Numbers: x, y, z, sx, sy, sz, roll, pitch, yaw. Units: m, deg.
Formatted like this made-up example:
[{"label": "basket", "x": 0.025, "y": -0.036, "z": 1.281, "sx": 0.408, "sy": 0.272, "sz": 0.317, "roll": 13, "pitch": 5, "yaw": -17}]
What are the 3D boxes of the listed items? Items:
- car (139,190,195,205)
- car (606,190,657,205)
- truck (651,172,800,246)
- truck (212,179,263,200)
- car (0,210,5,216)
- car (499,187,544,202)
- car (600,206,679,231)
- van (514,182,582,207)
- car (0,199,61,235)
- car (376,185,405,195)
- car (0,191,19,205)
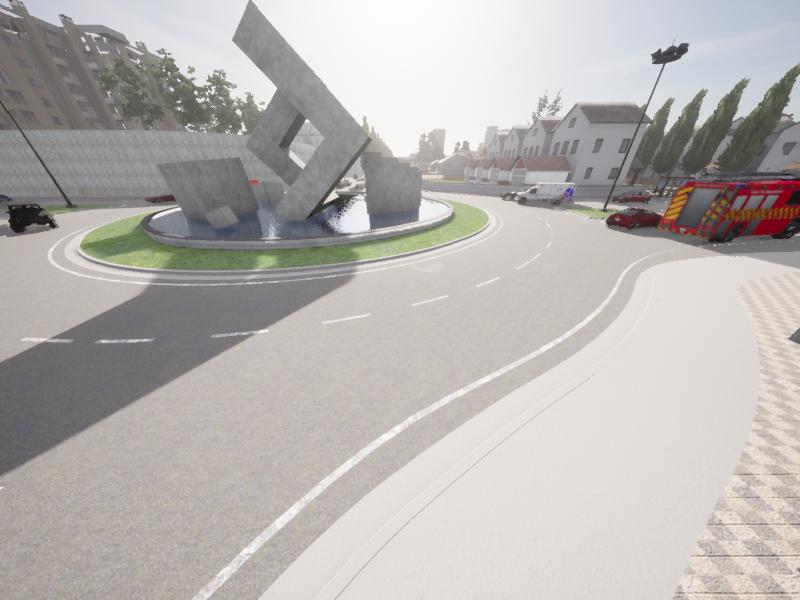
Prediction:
[{"label": "car", "x": -30.611, "y": -13.588, "z": 30.550, "sx": 1.895, "sy": 1.301, "sz": 4.718, "roll": 10, "pitch": 31, "yaw": 16}, {"label": "car", "x": 29.757, "y": -13.260, "z": 29.804, "sx": 4.193, "sy": 1.474, "sz": 1.816, "roll": 2, "pitch": 30, "yaw": 4}, {"label": "truck", "x": 22.376, "y": -6.057, "z": 14.976, "sx": 8.468, "sy": 3.827, "sz": 2.891, "roll": -5, "pitch": 30, "yaw": -9}, {"label": "truck", "x": -24.209, "y": -16.594, "z": 34.582, "sx": 2.627, "sy": 2.467, "sz": 5.204, "roll": 21, "pitch": 36, "yaw": 34}, {"label": "car", "x": -41.375, "y": -8.565, "z": 21.849, "sx": 4.718, "sy": 1.301, "sz": 1.895, "roll": 4, "pitch": 30, "yaw": 6}, {"label": "car", "x": 16.944, "y": -14.900, "z": 32.476, "sx": 5.238, "sy": 1.638, "sz": 1.930, "roll": 11, "pitch": 32, "yaw": 19}, {"label": "car", "x": 18.634, "y": -6.435, "z": 18.087, "sx": 4.181, "sy": 1.385, "sz": 1.994, "roll": -7, "pitch": 31, "yaw": -11}, {"label": "van", "x": 18.023, "y": -13.182, "z": 28.715, "sx": 6.366, "sy": 2.431, "sz": 2.351, "roll": 9, "pitch": 31, "yaw": 15}, {"label": "car", "x": -27.934, "y": -6.380, "z": 17.468, "sx": 3.866, "sy": 1.878, "sz": 1.905, "roll": 21, "pitch": 36, "yaw": 31}, {"label": "car", "x": -1.734, "y": -19.623, "z": 41.002, "sx": 4.718, "sy": 1.301, "sz": 1.895, "roll": 12, "pitch": 32, "yaw": 20}, {"label": "car", "x": -51.734, "y": -12.691, "z": 28.847, "sx": 4.674, "sy": 1.442, "sz": 1.812, "roll": 1, "pitch": 30, "yaw": 1}]
